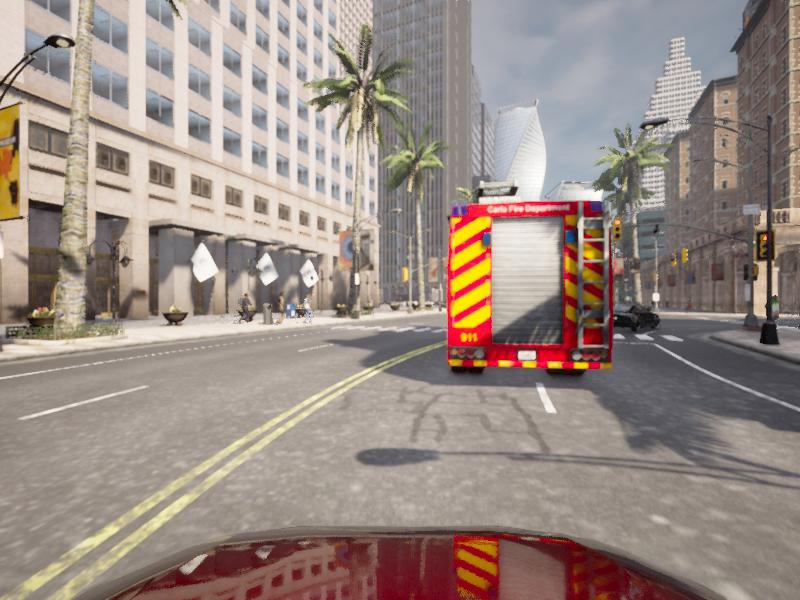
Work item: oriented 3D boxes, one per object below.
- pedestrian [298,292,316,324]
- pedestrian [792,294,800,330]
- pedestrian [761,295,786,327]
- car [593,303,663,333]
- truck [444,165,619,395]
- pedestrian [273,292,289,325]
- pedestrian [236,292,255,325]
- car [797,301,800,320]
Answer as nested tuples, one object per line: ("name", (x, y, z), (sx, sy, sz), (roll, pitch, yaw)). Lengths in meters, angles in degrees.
("pedestrian", (-5.447, 0.468, 23.441), (0.751, 1.860, 0.751), (0, 0, -41))
("pedestrian", (21.243, 0.622, 20.957), (0.751, 1.860, 0.751), (0, 0, 22))
("pedestrian", (21.606, 0.620, 23.144), (0.751, 1.860, 0.751), (0, 0, 5))
("car", (12.364, 0.891, 21.597), (4.181, 1.385, 1.994), (0, 0, -41))
("truck", (2.832, -0.329, 11.055), (2.891, 3.827, 8.468), (0, 0, 8))
("pedestrian", (-6.717, 0.468, 22.604), (0.751, 1.860, 0.751), (0, 0, -28))
("pedestrian", (-8.916, 0.468, 23.088), (0.751, 1.860, 0.751), (0, 0, 31))
("car", (33.567, 0.807, 30.291), (4.514, 1.525, 2.007), (0, 0, 25))
